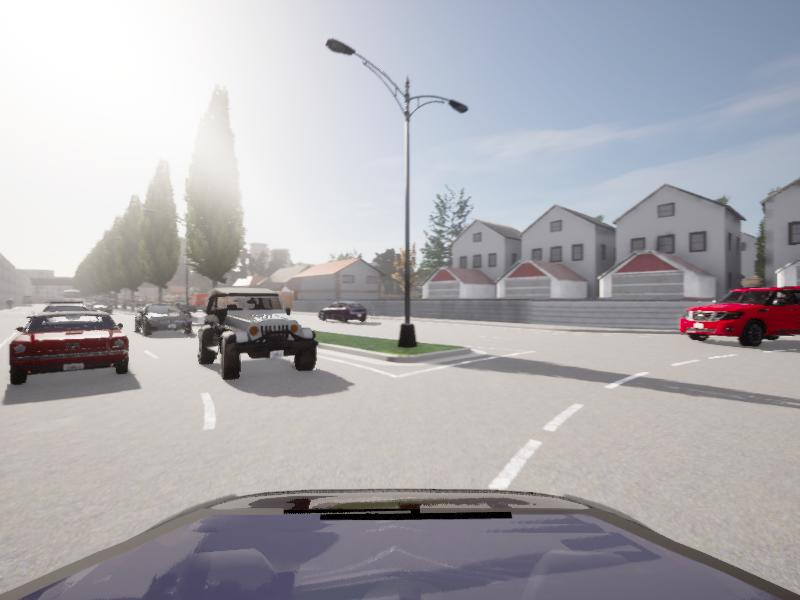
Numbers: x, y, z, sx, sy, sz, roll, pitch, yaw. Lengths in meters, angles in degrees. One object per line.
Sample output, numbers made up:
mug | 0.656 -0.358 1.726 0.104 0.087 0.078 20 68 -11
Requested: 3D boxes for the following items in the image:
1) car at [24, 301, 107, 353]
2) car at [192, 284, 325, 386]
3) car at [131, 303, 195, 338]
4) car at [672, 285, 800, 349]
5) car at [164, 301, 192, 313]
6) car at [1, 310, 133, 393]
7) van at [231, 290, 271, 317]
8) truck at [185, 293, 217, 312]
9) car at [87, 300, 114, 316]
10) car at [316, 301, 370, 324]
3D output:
car | -12.253 0.835 14.696 2.038 1.542 4.974 0 0 -41
car | -3.512 0.646 9.465 1.905 1.878 3.866 0 0 -36
car | -11.367 0.875 19.043 1.812 1.442 4.674 0 0 -41
car | 13.099 0.543 14.412 5.566 2.045 2.150 0 0 -11
car | -28.041 0.863 50.414 2.163 1.488 4.792 0 0 -41
car | -7.596 0.949 9.298 1.895 1.301 4.718 0 0 -39
van | -15.477 0.322 41.306 1.988 2.561 5.915 0 0 -41
truck | -27.439 0.365 55.054 2.627 2.467 5.204 0 0 -41
car | -32.723 0.821 43.632 2.038 1.542 4.974 1 0 -41
car | -4.081 0.845 28.238 1.816 1.474 4.193 0 0 -41
